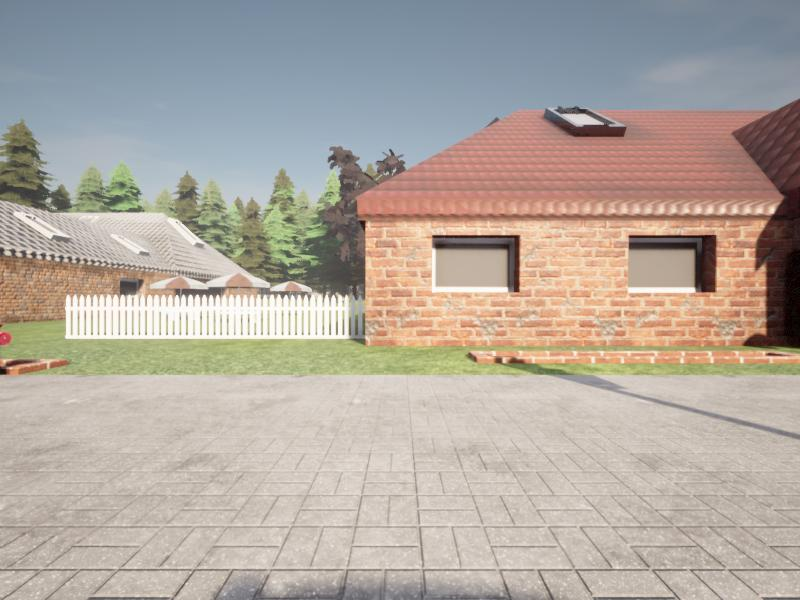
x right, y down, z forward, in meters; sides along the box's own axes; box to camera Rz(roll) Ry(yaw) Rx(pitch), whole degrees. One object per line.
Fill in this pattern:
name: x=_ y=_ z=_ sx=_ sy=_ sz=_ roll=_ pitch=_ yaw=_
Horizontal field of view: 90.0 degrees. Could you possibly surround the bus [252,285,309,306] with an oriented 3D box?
bus: x=-24.037 y=-0.919 z=80.741 sx=10.273 sy=4.253 sz=3.944 roll=0 pitch=0 yaw=0
